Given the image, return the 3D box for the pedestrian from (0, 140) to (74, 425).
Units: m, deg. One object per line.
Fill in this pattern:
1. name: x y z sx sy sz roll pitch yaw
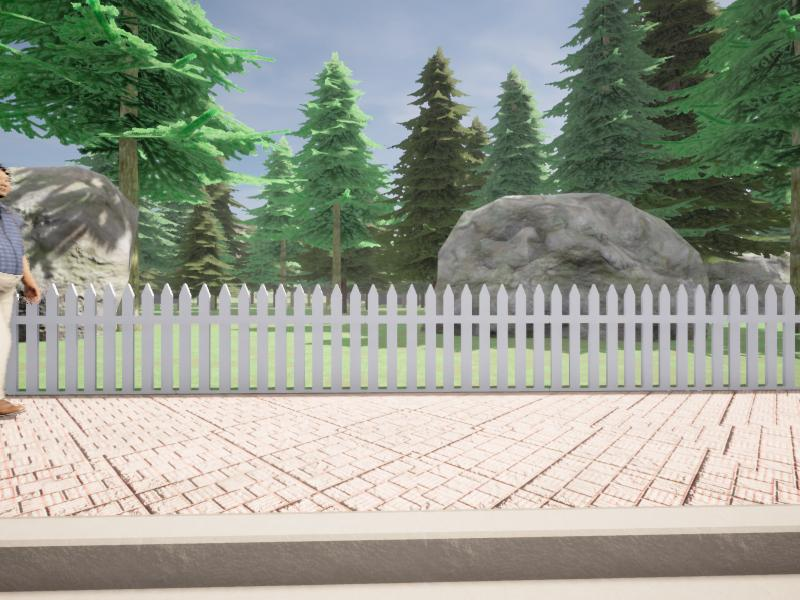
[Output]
1. pedestrian: -3.007 -0.115 2.860 0.751 1.860 0.751 0 0 -3
